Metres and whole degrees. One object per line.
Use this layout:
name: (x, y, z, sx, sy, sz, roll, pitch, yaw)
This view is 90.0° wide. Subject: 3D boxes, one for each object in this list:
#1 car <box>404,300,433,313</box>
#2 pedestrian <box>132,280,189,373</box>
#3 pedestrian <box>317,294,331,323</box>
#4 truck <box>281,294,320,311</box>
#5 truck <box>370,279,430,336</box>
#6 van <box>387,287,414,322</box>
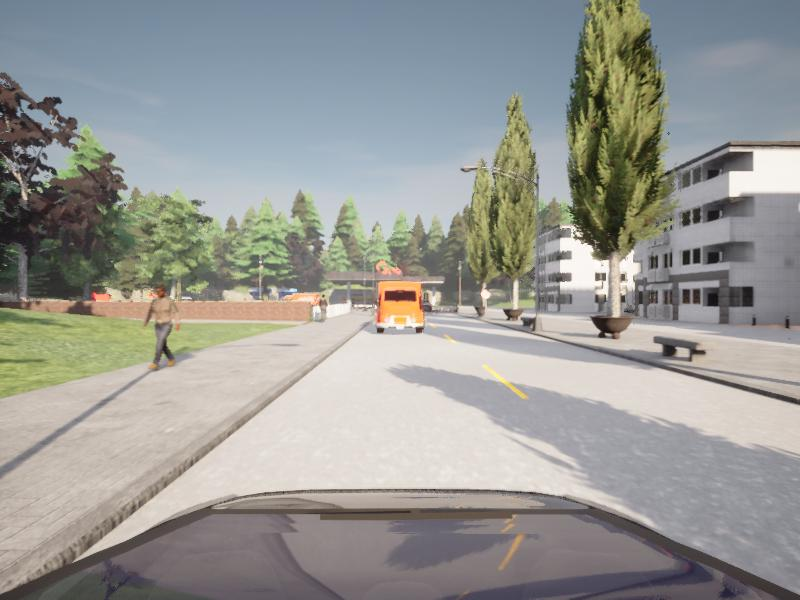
car: (2.379, 0.818, 52.531, 2.038, 1.542, 4.974, -1, 0, -20)
pedestrian: (-5.034, 0.532, 8.444, 0.751, 1.860, 0.751, 0, 0, -1)
pedestrian: (-5.011, 0.529, 26.298, 0.751, 1.860, 0.751, 0, 0, 3)
truck: (-14.714, 0.348, 59.372, 5.204, 2.467, 2.627, 0, 0, 1)
truck: (0.012, 0.361, 19.988, 2.627, 2.467, 5.204, 0, 0, 0)
van: (0.051, 0.317, 32.490, 1.988, 2.561, 5.915, 0, 0, 0)
